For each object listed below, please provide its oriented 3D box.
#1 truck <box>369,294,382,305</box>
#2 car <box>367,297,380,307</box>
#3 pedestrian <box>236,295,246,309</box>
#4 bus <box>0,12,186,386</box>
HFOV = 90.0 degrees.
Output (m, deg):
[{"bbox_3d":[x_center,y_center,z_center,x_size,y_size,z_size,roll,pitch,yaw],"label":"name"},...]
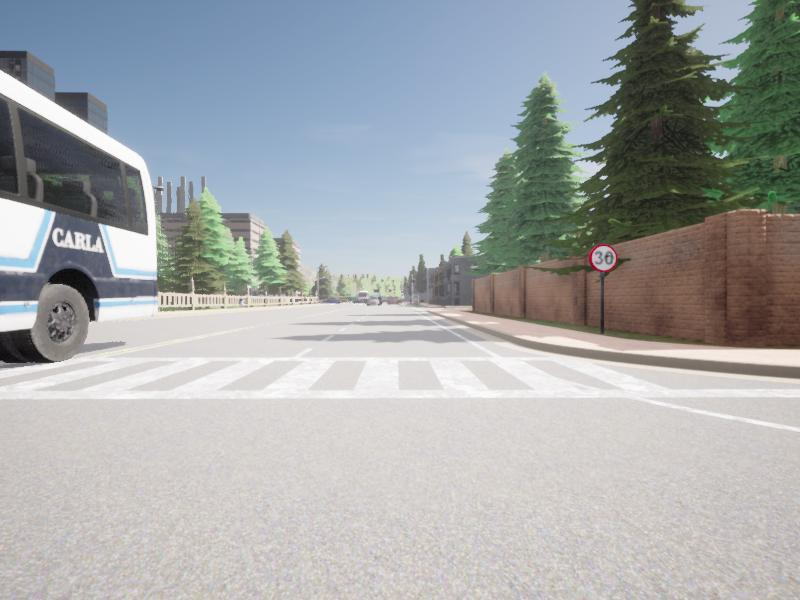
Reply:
[{"bbox_3d":[-4.884,-0.060,82.057,2.390,2.098,6.274,0,0,-1],"label":"truck"},{"bbox_3d":[-4.711,0.321,72.255,2.152,1.651,5.027,0,0,-1],"label":"car"},{"bbox_3d":[-15.349,0.164,38.646,0.751,1.300,0.751,0,0,-3],"label":"pedestrian"},{"bbox_3d":[-6.480,-1.143,4.035,3.944,4.253,10.273,0,1,-5],"label":"bus"}]
